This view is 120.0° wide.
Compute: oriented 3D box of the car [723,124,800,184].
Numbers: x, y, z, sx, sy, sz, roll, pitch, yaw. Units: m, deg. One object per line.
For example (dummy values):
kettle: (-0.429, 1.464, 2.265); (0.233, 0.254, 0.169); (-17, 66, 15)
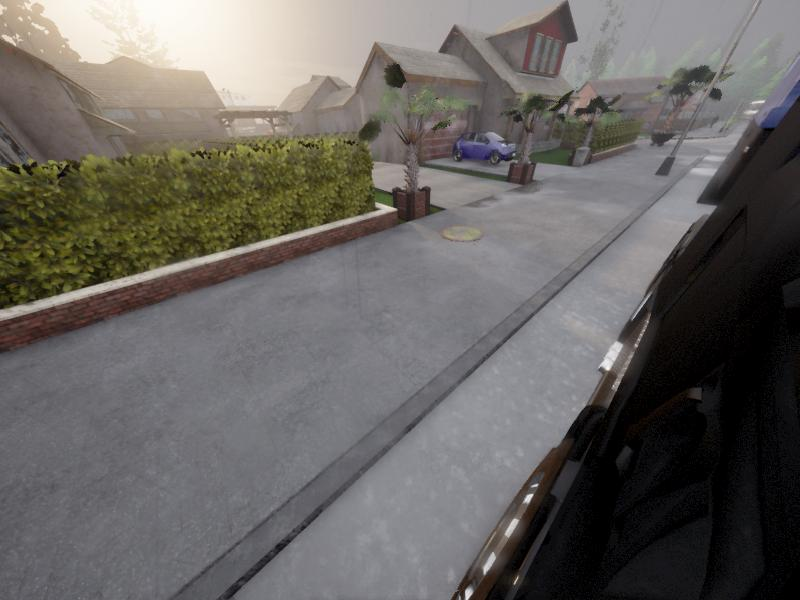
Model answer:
car: (16.096, -6.404, 9.853); (5.238, 1.638, 1.930); (-28, 44, -30)

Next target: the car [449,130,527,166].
car: (4.978, -8.955, 13.510); (1.845, 1.501, 3.633); (-30, 45, -32)

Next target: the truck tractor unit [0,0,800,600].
truck tractor unit: (2.645, -0.295, 0.351); (6.516, 4.208, 3.053); (-28, 44, -30)

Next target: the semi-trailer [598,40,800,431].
semi-trailer: (8.693, -3.609, 4.232); (14.254, 4.402, 2.717); (-28, 44, -30)
